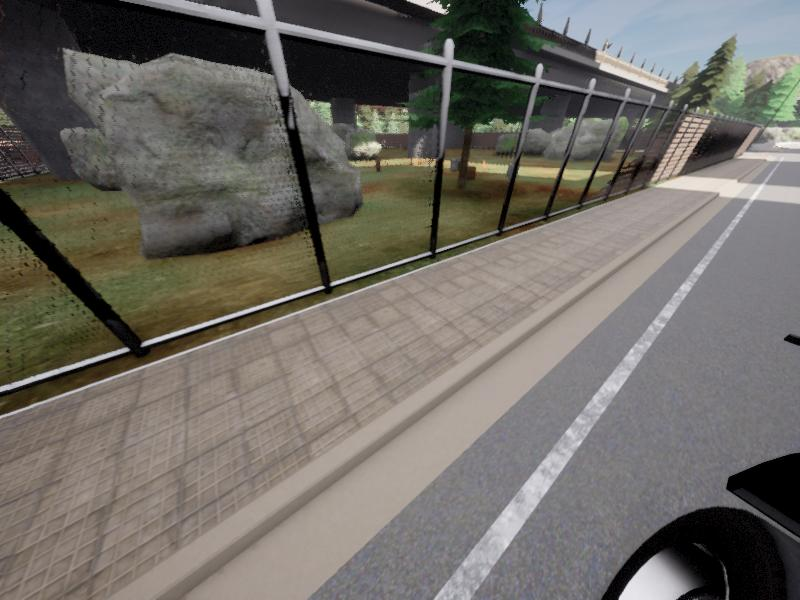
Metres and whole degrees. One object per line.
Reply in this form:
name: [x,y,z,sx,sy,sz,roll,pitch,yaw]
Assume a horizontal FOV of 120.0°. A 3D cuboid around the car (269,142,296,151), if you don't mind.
car: [-27.535,-36.183,54.342,5.238,1.638,1.930,-22,41,-28]
